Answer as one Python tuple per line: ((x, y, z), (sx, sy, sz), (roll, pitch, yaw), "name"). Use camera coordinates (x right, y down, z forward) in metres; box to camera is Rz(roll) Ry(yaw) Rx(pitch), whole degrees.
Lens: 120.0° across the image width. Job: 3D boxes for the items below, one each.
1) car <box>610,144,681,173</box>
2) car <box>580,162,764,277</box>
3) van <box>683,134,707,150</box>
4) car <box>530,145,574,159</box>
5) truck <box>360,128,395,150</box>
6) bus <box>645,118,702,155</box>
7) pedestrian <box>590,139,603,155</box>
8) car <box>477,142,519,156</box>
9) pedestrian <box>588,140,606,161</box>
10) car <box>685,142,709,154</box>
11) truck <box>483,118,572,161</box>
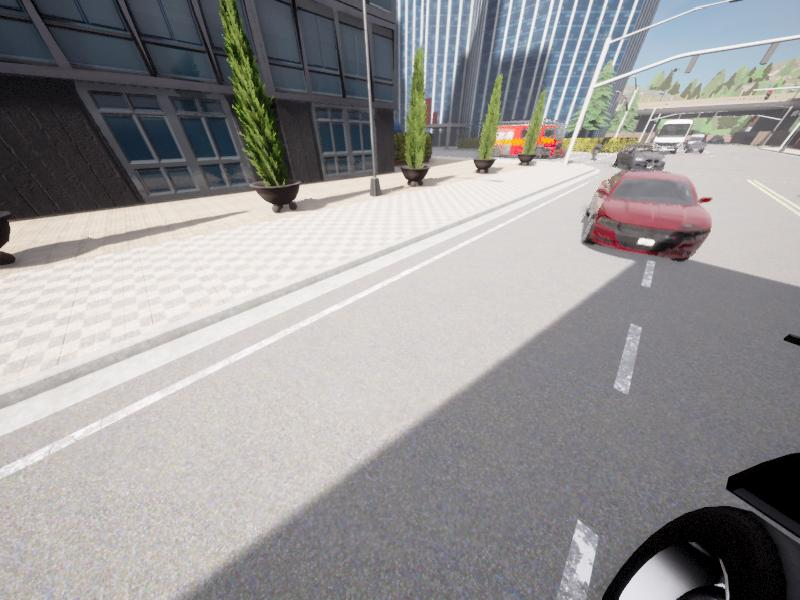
((19.921, -11.828, 19.113), (2.242, 1.667, 4.611), (13, 37, 16), "car")
((6.398, -2.585, 6.204), (1.882, 1.535, 5.008), (21, 41, 28), "car")
((59.970, -32.235, 47.046), (1.988, 2.561, 5.915), (29, 45, 35), "van")
((19.517, -19.210, 29.858), (4.181, 1.385, 1.994), (28, 44, 34), "car")
((-5.271, -36.849, 52.939), (8.468, 3.827, 2.891), (29, 45, 35), "truck")
((43.224, -25.900, 36.685), (3.944, 4.253, 10.273), (30, 45, 35), "bus")
((29.211, -22.704, 34.280), (0.751, 1.860, 0.751), (27, 43, 33), "pedestrian")
((14.243, -22.178, 33.872), (5.238, 1.638, 1.930), (29, 45, 35), "car")
((21.874, -16.582, 25.642), (0.751, 1.860, 0.751), (28, 44, 34), "pedestrian")
((46.346, -23.804, 36.126), (1.812, 1.442, 4.674), (30, 45, 35), "car")
((15.167, -19.726, 28.487), (8.468, 3.827, 2.891), (29, 45, 35), "truck")
